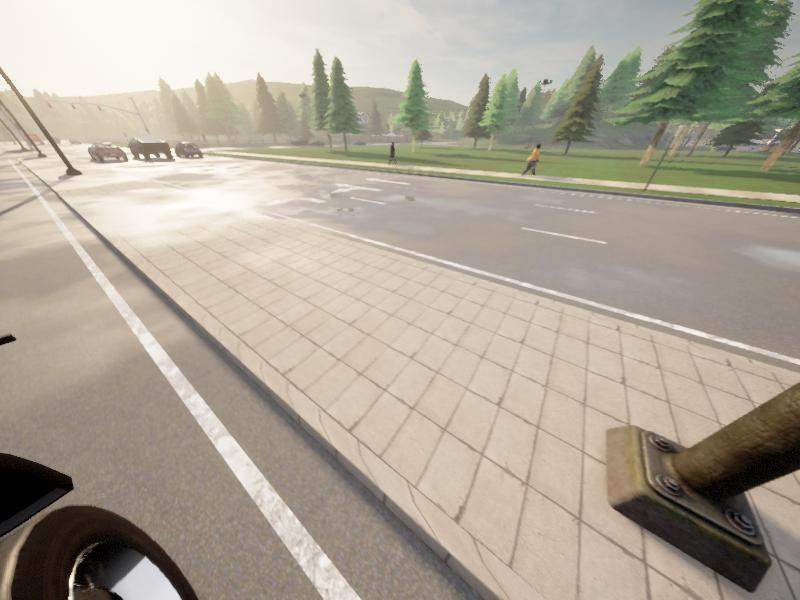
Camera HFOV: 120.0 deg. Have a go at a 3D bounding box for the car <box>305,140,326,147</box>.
[{"bbox_3d":[-22.402,-41.756,61.572,1.837,1.490,4.892,22,41,28],"label":"car"}]

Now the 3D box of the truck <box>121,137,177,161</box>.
[{"bbox_3d":[-28.741,-17.393,26.468,6.274,2.098,2.390,22,41,27],"label":"truck"}]

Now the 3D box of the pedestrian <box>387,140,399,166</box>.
[{"bbox_3d":[-0.608,-12.642,19.898,0.751,1.860,0.751,23,41,28],"label":"pedestrian"}]

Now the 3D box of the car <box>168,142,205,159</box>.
[{"bbox_3d":[-26.697,-18.822,28.938,3.988,1.617,1.851,22,41,27],"label":"car"}]

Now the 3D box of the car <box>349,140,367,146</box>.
[{"bbox_3d":[-12.376,-46.373,68.261,2.128,1.511,4.902,22,41,28],"label":"car"}]

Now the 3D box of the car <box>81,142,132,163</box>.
[{"bbox_3d":[-31.056,-15.676,24.426,5.027,1.651,2.152,22,41,27],"label":"car"}]

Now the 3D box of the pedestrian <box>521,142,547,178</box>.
[{"bbox_3d":[8.481,-8.891,14.666,0.751,1.860,0.751,23,41,29],"label":"pedestrian"}]

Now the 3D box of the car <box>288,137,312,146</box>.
[{"bbox_3d":[-27.945,-44.469,64.900,2.150,2.045,5.566,22,41,28],"label":"car"}]
